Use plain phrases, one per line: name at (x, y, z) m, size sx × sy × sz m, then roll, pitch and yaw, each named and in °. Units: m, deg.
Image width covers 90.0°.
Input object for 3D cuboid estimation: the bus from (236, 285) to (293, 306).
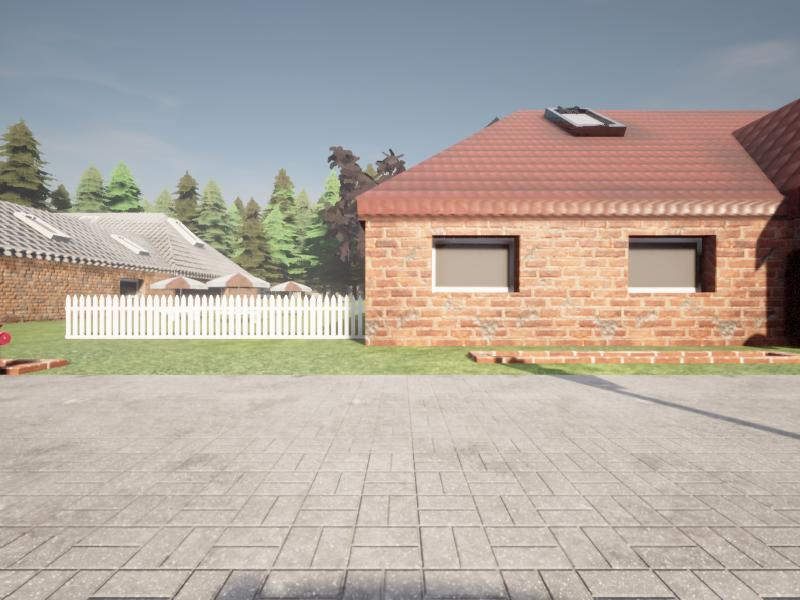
bus at (-27.250, -0.919, 80.729) m, size 10.273 × 4.253 × 3.944 m, roll 0°, pitch 0°, yaw 0°
